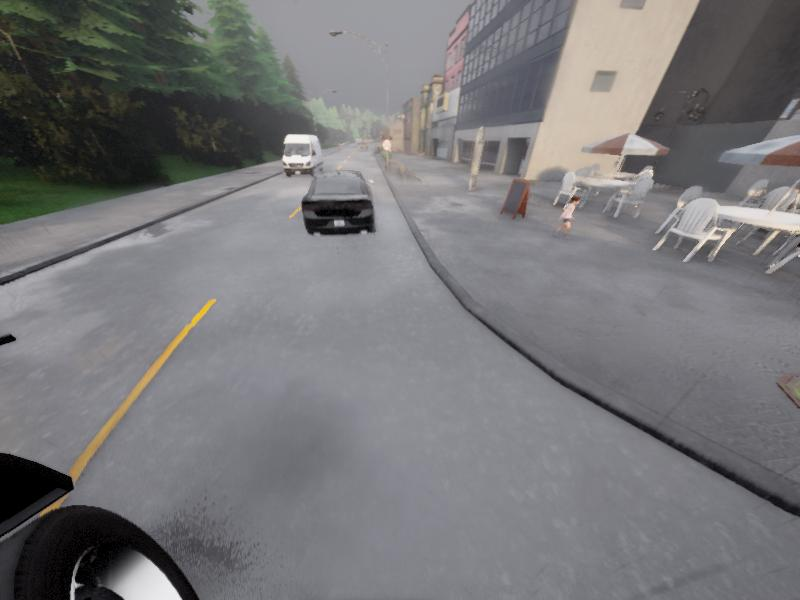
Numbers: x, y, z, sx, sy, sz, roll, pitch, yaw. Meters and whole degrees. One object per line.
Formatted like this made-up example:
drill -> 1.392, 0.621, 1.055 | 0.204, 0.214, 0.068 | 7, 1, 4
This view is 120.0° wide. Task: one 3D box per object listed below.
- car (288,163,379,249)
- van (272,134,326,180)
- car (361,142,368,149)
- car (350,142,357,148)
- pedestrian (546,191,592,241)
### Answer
car -> -1.828, -3.392, 7.534 | 1.882, 1.535, 5.008 | -4, 35, -7
van -> -7.301, -11.017, 17.589 | 1.988, 2.561, 5.915 | -3, 35, -6
car -> -10.534, -45.913, 68.609 | 1.932, 1.855, 4.605 | -3, 35, -6
car -> -16.834, -56.674, 84.540 | 2.152, 1.651, 5.027 | -3, 35, -6
pedestrian -> 4.405, -2.200, 6.081 | 0.500, 1.100, 0.500 | -24, 42, -31
